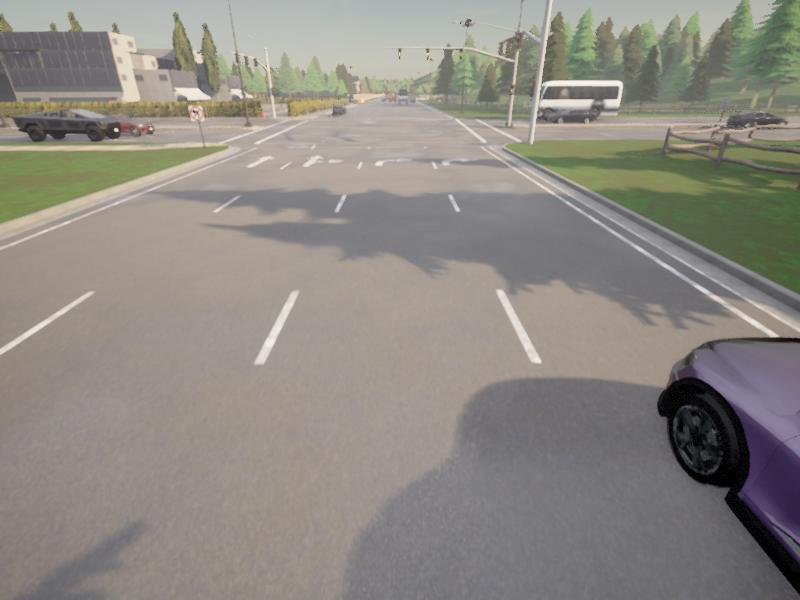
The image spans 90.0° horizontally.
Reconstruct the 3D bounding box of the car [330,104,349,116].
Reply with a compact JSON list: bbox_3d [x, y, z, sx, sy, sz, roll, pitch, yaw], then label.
[{"bbox_3d":[-9.308,-29.514,62.047,2.128,1.511,4.902,0,27,0],"label":"car"}]

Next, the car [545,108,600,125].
[{"bbox_3d":[18.430,-19.709,42.929,4.892,1.490,1.837,-1,27,-1],"label":"car"}]

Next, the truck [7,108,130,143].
[{"bbox_3d":[-23.659,-12.604,28.815,6.274,2.098,2.390,-1,27,-1],"label":"truck"}]

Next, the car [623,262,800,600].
[{"bbox_3d":[3.495,1.492,1.899,2.033,1.649,4.856,0,27,0],"label":"car"}]

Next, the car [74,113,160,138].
[{"bbox_3d":[-22.536,-14.014,32.052,5.027,1.651,2.152,-1,27,-1],"label":"car"}]

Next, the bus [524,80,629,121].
[{"bbox_3d":[21.054,-24.125,48.447,10.273,4.253,3.944,-1,27,-1],"label":"bus"}]

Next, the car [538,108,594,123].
[{"bbox_3d":[19.046,-21.281,46.072,5.357,1.411,2.033,-1,27,-1],"label":"car"}]

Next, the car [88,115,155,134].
[{"bbox_3d":[-24.410,-15.489,35.190,4.181,1.385,1.994,-1,27,-1],"label":"car"}]

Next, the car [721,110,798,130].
[{"bbox_3d":[32.267,-16.189,36.036,4.892,1.490,1.837,-1,27,-1],"label":"car"}]
